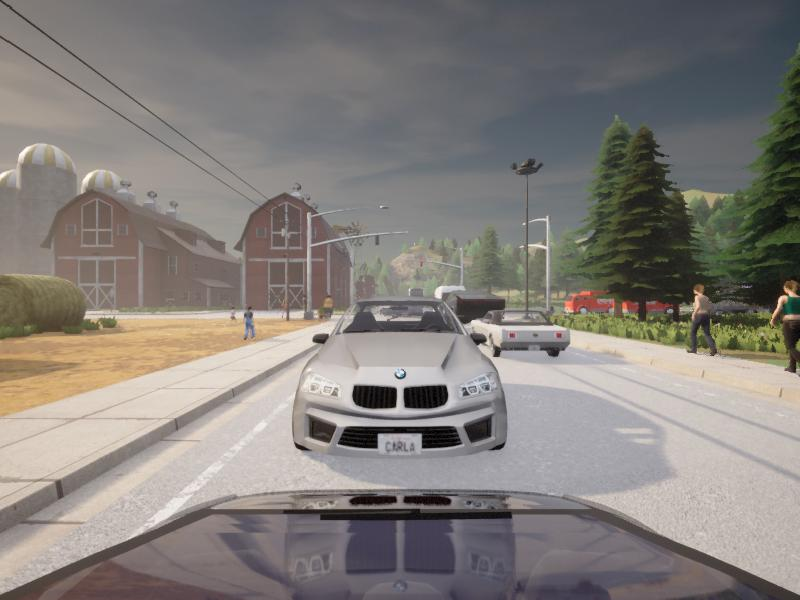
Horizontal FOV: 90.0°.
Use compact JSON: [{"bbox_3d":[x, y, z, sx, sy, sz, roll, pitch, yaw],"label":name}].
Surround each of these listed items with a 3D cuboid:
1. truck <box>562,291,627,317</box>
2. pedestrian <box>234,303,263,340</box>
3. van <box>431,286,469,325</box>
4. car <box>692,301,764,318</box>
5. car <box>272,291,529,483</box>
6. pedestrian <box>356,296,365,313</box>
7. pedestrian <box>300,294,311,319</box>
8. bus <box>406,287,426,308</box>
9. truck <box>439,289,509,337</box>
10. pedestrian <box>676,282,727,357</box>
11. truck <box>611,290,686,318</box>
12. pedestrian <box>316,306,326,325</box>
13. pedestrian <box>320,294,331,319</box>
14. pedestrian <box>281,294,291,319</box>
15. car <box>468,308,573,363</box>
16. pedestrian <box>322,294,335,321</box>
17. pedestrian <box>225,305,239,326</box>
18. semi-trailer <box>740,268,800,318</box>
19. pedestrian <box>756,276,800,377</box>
[{"bbox_3d":[19.365,0.357,40.112,5.204,2.467,2.627,0,0,-1],"label":"truck"},{"bbox_3d":[-5.459,0.765,14.483,0.751,1.300,0.751,0,0,1],"label":"pedestrian"},{"bbox_3d":[3.484,0.346,28.945,1.988,2.561,5.915,0,0,0],"label":"van"},{"bbox_3d":[30.112,0.847,36.879,4.902,1.511,2.128,0,0,0],"label":"car"},{"bbox_3d":[-0.008,0.761,5.796,2.242,1.667,4.611,0,0,0],"label":"car"},{"bbox_3d":[-4.448,0.505,45.042,0.751,1.860,0.751,0,0,9],"label":"pedestrian"},{"bbox_3d":[-7.283,0.486,30.732,0.751,1.860,0.751,0,0,-20],"label":"pedestrian"},{"bbox_3d":[3.322,-0.467,87.181,3.944,4.253,10.273,0,0,0],"label":"bus"},{"bbox_3d":[3.484,0.558,20.312,2.390,2.098,6.274,0,0,0],"label":"truck"},{"bbox_3d":[7.786,0.493,10.372,0.751,1.860,0.751,0,0,-2],"label":"pedestrian"},{"bbox_3d":[22.660,0.355,36.680,5.204,2.467,2.627,0,0,-1],"label":"truck"},{"bbox_3d":[-4.610,0.883,23.353,0.500,1.100,0.500,0,0,1],"label":"pedestrian"},{"bbox_3d":[-5.701,0.491,30.646,0.751,1.860,0.751,0,0,-6],"label":"pedestrian"},{"bbox_3d":[-8.828,0.485,30.953,0.751,1.860,0.751,0,0,-20],"label":"pedestrian"},{"bbox_3d":[3.490,0.954,12.594,1.895,1.301,4.718,0,0,0],"label":"car"},{"bbox_3d":[-4.855,0.506,27.233,0.751,1.860,0.751,0,0,5],"label":"pedestrian"},{"bbox_3d":[-9.305,0.858,22.114,0.500,1.100,0.500,0,0,29],"label":"pedestrian"},{"bbox_3d":[39.551,-0.617,36.831,14.254,4.402,2.717,0,0,0],"label":"semi-trailer"},{"bbox_3d":[7.609,0.491,7.753,0.751,1.860,0.751,0,0,7],"label":"pedestrian"}]
